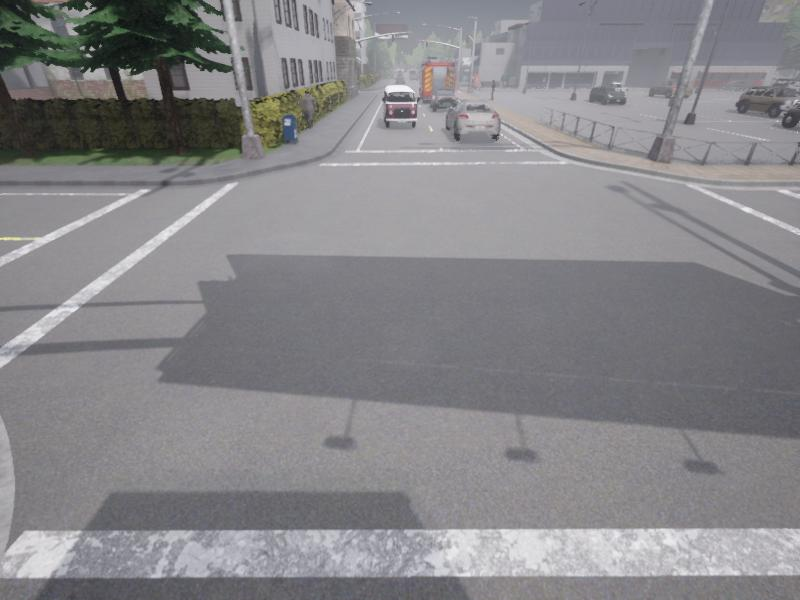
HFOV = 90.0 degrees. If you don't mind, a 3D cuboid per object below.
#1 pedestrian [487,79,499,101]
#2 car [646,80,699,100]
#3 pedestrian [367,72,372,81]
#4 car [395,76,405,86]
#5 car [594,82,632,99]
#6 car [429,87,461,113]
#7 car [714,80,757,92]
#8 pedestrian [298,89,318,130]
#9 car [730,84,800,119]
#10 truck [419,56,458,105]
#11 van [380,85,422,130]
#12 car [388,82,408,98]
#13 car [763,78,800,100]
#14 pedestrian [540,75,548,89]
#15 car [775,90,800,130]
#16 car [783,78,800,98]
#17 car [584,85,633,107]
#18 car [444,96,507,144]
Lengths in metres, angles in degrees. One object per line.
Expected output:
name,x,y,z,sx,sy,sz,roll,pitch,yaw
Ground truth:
pedestrian,9.021,-20.401,38.852,0.751,1.860,0.751,1,30,2
car,28.977,-22.538,42.809,2.152,1.636,5.027,0,30,0
pedestrian,-6.958,-51.002,91.179,0.751,1.860,0.751,8,31,14
car,-0.002,-40.388,73.666,1.837,1.490,4.892,0,30,0
car,22.561,-22.299,42.555,1.970,1.475,3.806,0,30,0
car,3.493,-16.008,31.901,2.038,1.542,4.974,0,30,0
car,48.822,-31.177,58.276,4.193,1.474,1.816,0,30,0
pedestrian,-4.743,-9.876,20.729,0.751,1.860,0.751,-3,30,-5
car,25.884,-13.815,27.763,1.932,1.855,4.605,0,30,0
truck,3.500,-21.495,39.023,2.891,3.827,8.468,0,30,0
van,-0.057,-11.330,23.389,2.069,2.038,4.480,-2,30,-4
car,-0.280,-24.459,46.532,1.994,1.385,4.181,-2,30,-4
car,41.772,-22.621,42.799,1.905,1.878,3.866,0,30,0
pedestrian,22.374,-33.896,62.198,0.751,1.860,0.751,1,30,1
car,22.618,-9.859,20.952,1.905,1.878,3.866,0,30,0
car,44.676,-22.816,43.172,1.932,1.855,4.605,0,30,0
car,18.917,-18.682,36.493,2.007,1.523,4.514,0,30,0
car,3.582,-9.123,20.024,2.152,1.651,5.027,0,30,0
